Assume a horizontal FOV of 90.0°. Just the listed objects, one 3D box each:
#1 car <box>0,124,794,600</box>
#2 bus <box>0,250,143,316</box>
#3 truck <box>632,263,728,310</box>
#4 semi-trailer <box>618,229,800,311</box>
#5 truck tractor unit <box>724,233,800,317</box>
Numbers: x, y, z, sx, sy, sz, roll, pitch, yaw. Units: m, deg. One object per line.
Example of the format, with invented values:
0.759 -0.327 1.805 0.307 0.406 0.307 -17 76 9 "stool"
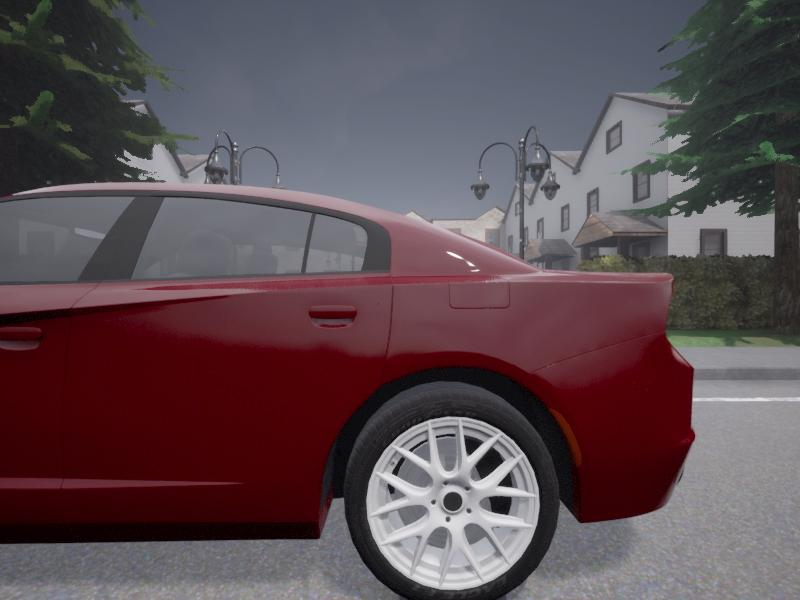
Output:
-1.271 0.223 2.175 5.008 1.535 1.882 0 0 -1 "car"
-25.154 -1.147 30.943 3.944 4.253 10.273 0 0 0 "bus"
25.495 -1.112 37.157 2.891 3.827 8.468 0 0 -1 "truck"
21.816 -1.524 29.906 2.717 4.402 14.254 0 -3 -2 "semi-trailer"
21.938 -1.512 21.846 3.053 4.208 6.516 -6 6 0 "truck tractor unit"
